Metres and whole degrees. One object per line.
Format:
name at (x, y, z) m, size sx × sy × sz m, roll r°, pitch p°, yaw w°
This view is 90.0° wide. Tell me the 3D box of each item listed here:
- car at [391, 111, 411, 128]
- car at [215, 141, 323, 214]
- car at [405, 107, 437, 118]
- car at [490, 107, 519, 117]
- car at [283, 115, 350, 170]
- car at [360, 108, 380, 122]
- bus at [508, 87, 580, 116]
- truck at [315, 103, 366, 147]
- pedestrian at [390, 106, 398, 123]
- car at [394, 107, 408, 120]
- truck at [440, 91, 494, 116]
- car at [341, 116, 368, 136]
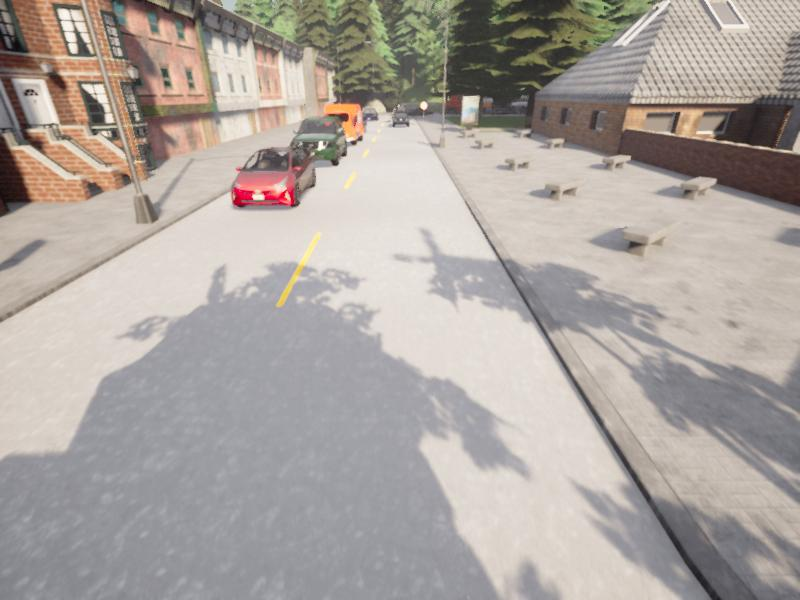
car at (0.096, -19.381, 42.886) m, size 2.033 × 1.411 × 5.357 m, roll 0°, pitch 27°, yaw 0°
car at (-3.987, -4.176, 13.131) m, size 2.007 × 1.525 × 4.514 m, roll 0°, pitch 27°, yaw 0°
car at (3.362, -29.966, 63.860) m, size 4.892 × 1.490 × 1.837 m, roll -18°, pitch 32°, yaw -31°
car at (16.986, -30.653, 65.242) m, size 4.181 × 1.385 × 1.994 m, roll 0°, pitch 27°, yaw 0°
car at (-3.989, -8.150, 20.306) m, size 2.150 × 2.045 × 5.566 m, roll 0°, pitch 27°, yaw 0°
car at (-3.875, -24.277, 52.357) m, size 2.163 × 1.488 × 4.792 m, roll 0°, pitch 27°, yaw 0°
bus at (24.183, -33.727, 68.049) m, size 10.273 × 4.253 × 3.944 m, roll 0°, pitch 27°, yaw 0°
truck at (-3.959, -12.228, 27.788) m, size 2.627 × 2.467 × 5.204 m, roll 0°, pitch 27°, yaw 0°
pedestrian at (-0.700, -22.285, 47.987) m, size 0.751 × 1.860 × 0.751 m, roll -12°, pitch 30°, yaw -23°
car at (0.187, -26.069, 55.814) m, size 1.837 × 1.490 × 4.892 m, roll 1°, pitch 28°, yaw 2°
truck at (11.311, -33.546, 68.240) m, size 8.468 × 3.827 × 2.891 m, roll 0°, pitch 27°, yaw 0°
car at (-3.925, -15.345, 35.150) m, size 1.895 × 1.301 × 4.718 m, roll 0°, pitch 27°, yaw 0°
